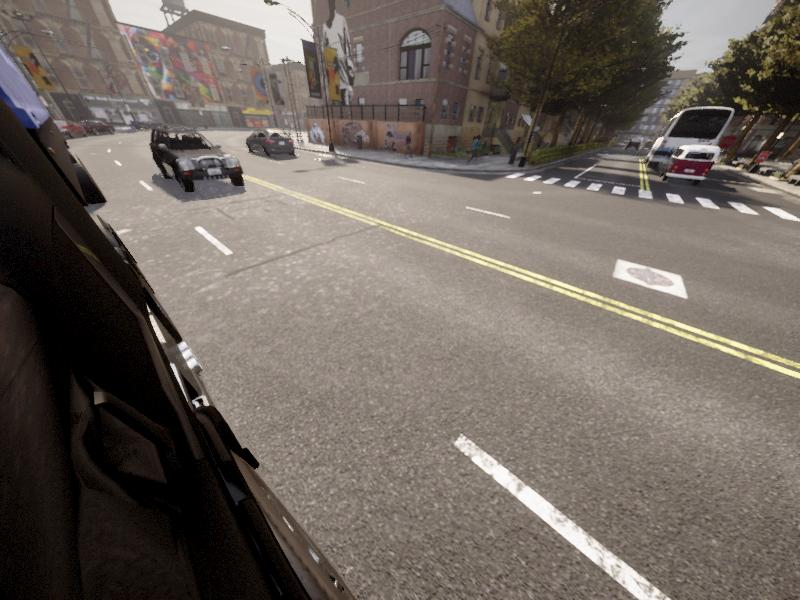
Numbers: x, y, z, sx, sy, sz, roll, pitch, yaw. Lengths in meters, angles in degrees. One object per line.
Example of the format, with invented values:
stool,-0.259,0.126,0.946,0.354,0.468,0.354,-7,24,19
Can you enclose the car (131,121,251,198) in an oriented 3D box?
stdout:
car,-8.157,-5.639,9.042,4.605,1.855,1.932,30,45,29

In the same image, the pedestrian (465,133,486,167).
pedestrian,5.102,-10.157,15.683,0.751,1.860,0.751,28,43,29

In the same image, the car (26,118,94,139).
car,-32.441,-16.530,22.262,2.002,1.452,4.674,-17,41,-25

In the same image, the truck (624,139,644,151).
truck,54.435,-36.185,53.750,2.390,2.098,6.274,28,44,30

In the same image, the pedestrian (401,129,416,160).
pedestrian,0.655,-11.726,17.471,0.751,1.860,0.751,22,41,23

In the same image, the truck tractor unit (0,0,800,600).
truck tractor unit,-2.645,-0.295,0.351,6.516,4.208,3.053,28,44,30

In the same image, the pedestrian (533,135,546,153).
pedestrian,18.391,-20.580,30.452,0.751,1.860,0.751,24,42,26

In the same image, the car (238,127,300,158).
car,-10.190,-12.307,17.966,4.611,1.667,2.242,30,45,31

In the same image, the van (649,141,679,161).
van,35.294,-19.996,31.006,1.775,1.987,4.442,29,44,30

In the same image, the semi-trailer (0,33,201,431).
semi-trailer,-8.647,-3.654,4.257,14.254,4.402,2.717,29,44,30

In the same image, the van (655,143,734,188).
van,19.066,-9.034,15.278,2.069,2.038,4.480,28,44,30

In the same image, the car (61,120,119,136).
car,-35.058,-19.618,26.320,1.895,1.301,4.718,-10,39,-17

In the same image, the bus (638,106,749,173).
bus,26.505,-15.045,21.918,3.944,4.253,10.273,29,43,30
